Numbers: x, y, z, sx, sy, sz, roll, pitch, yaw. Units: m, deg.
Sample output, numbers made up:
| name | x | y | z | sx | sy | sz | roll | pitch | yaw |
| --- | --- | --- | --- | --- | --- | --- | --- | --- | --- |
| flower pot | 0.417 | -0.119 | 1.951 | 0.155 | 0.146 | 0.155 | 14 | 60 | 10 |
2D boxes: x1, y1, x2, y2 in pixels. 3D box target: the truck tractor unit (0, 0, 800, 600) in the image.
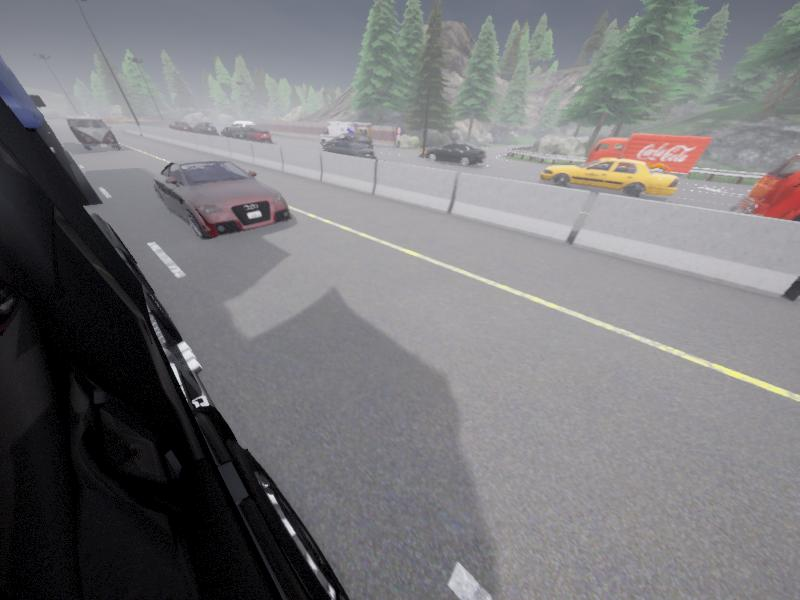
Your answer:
| name | x | y | z | sx | sy | sz | roll | pitch | yaw |
| --- | --- | --- | --- | --- | --- | --- | --- | --- | --- |
| truck tractor unit | -2.645 | -0.295 | 0.351 | 6.516 | 4.208 | 3.053 | 28 | 44 | 30 |

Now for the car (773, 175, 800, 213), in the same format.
| name | x | y | z | sx | sy | sz | roll | pitch | yaw |
| --- | --- | --- | --- | --- | --- | --- | --- | --- | --- |
| car | 19.686 | -3.969 | 8.578 | 5.566 | 2.045 | 2.150 | 27 | 43 | 30 |

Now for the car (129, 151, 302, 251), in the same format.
| name | x | y | z | sx | sy | sz | roll | pitch | yaw |
| --- | --- | --- | --- | --- | --- | --- | --- | --- | --- |
| car | -4.796 | -2.847 | 6.029 | 4.181 | 1.385 | 1.994 | 27 | 43 | 29 |

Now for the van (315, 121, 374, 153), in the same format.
| name | x | y | z | sx | sy | sz | roll | pitch | yaw |
| --- | --- | --- | --- | --- | --- | --- | --- | --- | --- |
| van | -5.870 | -17.264 | 24.410 | 6.366 | 2.431 | 2.351 | 27 | 43 | 29 |

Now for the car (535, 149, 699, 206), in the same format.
| name | x | y | z | sx | sy | sz | roll | pitch | yaw |
| --- | --- | --- | --- | --- | --- | --- | --- | --- | --- |
| car | 9.918 | -6.118 | 11.214 | 5.366 | 1.575 | 1.801 | 27 | 43 | 29 |

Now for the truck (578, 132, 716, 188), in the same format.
| name | x | y | z | sx | sy | sz | roll | pitch | yaw |
| --- | --- | --- | --- | --- | --- | --- | --- | --- | --- |
| truck | 15.218 | -9.135 | 14.866 | 5.204 | 2.467 | 2.627 | 27 | 43 | 29 |

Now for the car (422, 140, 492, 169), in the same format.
| name | x | y | z | sx | sy | sz | roll | pitch | yaw |
| --- | --- | --- | --- | --- | --- | --- | --- | --- | --- |
| car | 4.384 | -11.613 | 18.293 | 4.892 | 1.490 | 1.837 | 28 | 43 | 29 |

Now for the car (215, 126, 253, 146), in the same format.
| name | x | y | z | sx | sy | sz | roll | pitch | yaw |
| --- | --- | --- | --- | --- | --- | --- | --- | --- | --- |
| car | -17.925 | -17.720 | 24.957 | 3.705 | 1.549 | 1.789 | 27 | 43 | 29 |

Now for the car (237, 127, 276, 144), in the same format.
| name | x | y | z | sx | sy | sz | roll | pitch | yaw |
| --- | --- | --- | --- | --- | --- | --- | --- | --- | --- |
| car | -17.641 | -20.249 | 28.389 | 4.514 | 1.525 | 2.007 | 27 | 43 | 29 |

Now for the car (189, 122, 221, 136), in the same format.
| name | x | y | z | sx | sy | sz | roll | pitch | yaw |
| --- | --- | --- | --- | --- | --- | --- | --- | --- | --- |
| car | -30.997 | -27.208 | 36.721 | 4.611 | 1.667 | 2.242 | 29 | 44 | 30 |

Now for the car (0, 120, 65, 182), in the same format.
| name | x | y | z | sx | sy | sz | roll | pitch | yaw |
| --- | --- | --- | --- | --- | --- | --- | --- | --- | --- |
| car | -16.218 | -6.212 | 9.431 | 4.553 | 1.767 | 2.097 | 27 | 43 | 29 |

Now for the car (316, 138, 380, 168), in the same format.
| name | x | y | z | sx | sy | sz | roll | pitch | yaw |
| --- | --- | --- | --- | --- | --- | --- | --- | --- | --- |
| car | -3.650 | -10.316 | 16.123 | 4.181 | 1.385 | 1.994 | 27 | 43 | 29 |

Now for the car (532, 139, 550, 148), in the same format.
| name | x | y | z | sx | sy | sz | roll | pitch | yaw |
| --- | --- | --- | --- | --- | --- | --- | --- | --- | --- |
| car | 29.920 | -33.213 | 48.929 | 2.128 | 1.511 | 4.902 | 25 | 42 | 27 |

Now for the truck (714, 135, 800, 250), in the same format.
| name | x | y | z | sx | sy | sz | roll | pitch | yaw |
| --- | --- | --- | --- | --- | --- | --- | --- | --- | --- |
| truck | 12.721 | -2.352 | 5.603 | 5.204 | 2.467 | 2.627 | 27 | 43 | 29 |

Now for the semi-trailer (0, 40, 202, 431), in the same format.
| name | x | y | z | sx | sy | sz | roll | pitch | yaw |
| --- | --- | --- | --- | --- | --- | --- | --- | --- | --- |
| semi-trailer | -8.706 | -3.598 | 4.224 | 14.254 | 4.402 | 2.717 | 28 | 43 | 30 |

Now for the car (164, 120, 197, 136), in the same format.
| name | x | y | z | sx | sy | sz | roll | pitch | yaw |
| --- | --- | --- | --- | --- | --- | --- | --- | --- | --- |
| car | -32.023 | -25.076 | 33.688 | 4.553 | 1.767 | 2.097 | 28 | 43 | 29 |

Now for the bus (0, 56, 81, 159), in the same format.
| name | x | y | z | sx | sy | sz | roll | pitch | yaw |
| --- | --- | --- | --- | --- | --- | --- | --- | --- | --- |
| bus | -24.836 | -11.724 | 14.200 | 10.273 | 4.253 | 3.944 | 27 | 43 | 29 |

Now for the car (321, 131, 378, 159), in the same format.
| name | x | y | z | sx | sy | sz | roll | pitch | yaw |
| --- | --- | --- | --- | --- | --- | --- | --- | --- | --- |
| car | -4.424 | -13.523 | 20.120 | 4.611 | 1.667 | 2.242 | 27 | 43 | 29 |

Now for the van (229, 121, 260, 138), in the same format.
| name | x | y | z | sx | sy | sz | roll | pitch | yaw |
| --- | --- | --- | --- | --- | --- | --- | --- | --- | --- |
| van | -24.185 | -26.507 | 35.918 | 4.480 | 2.038 | 2.069 | 27 | 43 | 29 |

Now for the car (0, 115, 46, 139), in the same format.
| name | x | y | z | sx | sy | sz | roll | pitch | yaw |
| --- | --- | --- | --- | --- | --- | --- | --- | --- | --- |
| car | -36.504 | -16.601 | 22.130 | 4.611 | 1.667 | 2.242 | 28 | 43 | 30 |

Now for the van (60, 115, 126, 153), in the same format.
| name | x | y | z | sx | sy | sz | roll | pitch | yaw |
| --- | --- | --- | --- | --- | --- | --- | --- | --- | --- |
| van | -22.037 | -11.952 | 16.585 | 4.442 | 1.987 | 1.775 | 27 | 43 | 29 |
